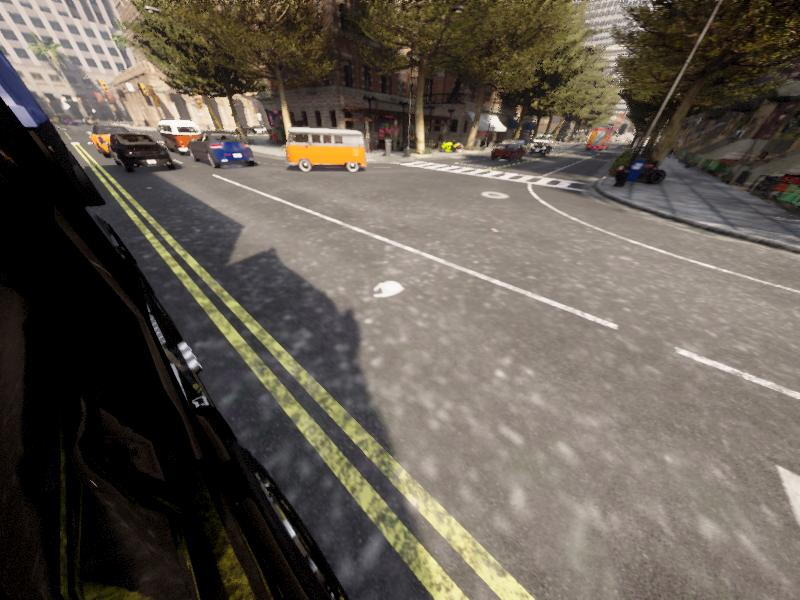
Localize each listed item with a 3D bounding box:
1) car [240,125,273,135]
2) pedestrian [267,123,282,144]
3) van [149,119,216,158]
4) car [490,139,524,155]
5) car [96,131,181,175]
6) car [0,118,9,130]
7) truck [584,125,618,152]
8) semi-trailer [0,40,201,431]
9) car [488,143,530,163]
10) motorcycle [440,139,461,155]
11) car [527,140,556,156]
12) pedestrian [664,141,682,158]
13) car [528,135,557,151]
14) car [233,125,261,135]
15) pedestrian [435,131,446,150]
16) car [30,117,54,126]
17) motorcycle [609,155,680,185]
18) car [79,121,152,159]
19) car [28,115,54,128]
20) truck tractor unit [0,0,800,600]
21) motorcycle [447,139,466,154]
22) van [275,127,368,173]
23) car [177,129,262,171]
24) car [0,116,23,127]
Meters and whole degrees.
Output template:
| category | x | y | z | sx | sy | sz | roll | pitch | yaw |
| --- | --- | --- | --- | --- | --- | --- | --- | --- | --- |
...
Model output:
| category | x | y | z | sx | sy | sz | roll | pitch | yaw |
| --- | --- | --- | --- | --- | --- | --- | --- | --- | --- |
| car | -28.387 | -33.763 | 45.949 | 2.038 | 1.542 | 4.974 | 28 | 44 | 30 |
| pedestrian | -14.051 | -18.591 | 25.886 | 0.751 | 1.860 | 0.751 | 28 | 44 | 30 |
| van | -16.042 | -11.990 | 17.065 | 4.480 | 2.038 | 2.069 | 28 | 44 | 30 |
| car | 14.001 | -20.031 | 30.103 | 2.231 | 1.521 | 4.892 | 28 | 44 | 30 |
| car | -13.520 | -7.690 | 11.907 | 4.892 | 1.490 | 1.837 | 28 | 44 | 30 |
| car | -56.632 | -23.906 | 31.099 | 1.837 | 1.490 | 4.892 | -14 | 40 | -23 |
| truck | 38.190 | -30.635 | 43.766 | 2.891 | 3.827 | 8.468 | 28 | 44 | 30 |
| semi-trailer | -8.685 | -3.600 | 4.260 | 14.254 | 4.402 | 2.717 | 28 | 44 | 30 |
| car | 10.484 | -14.135 | 22.128 | 1.895 | 1.301 | 4.718 | 28 | 44 | 30 |
| motorcycle | 5.361 | -16.298 | 24.583 | 2.033 | 1.145 | 0.803 | 8 | 47 | 7 |
| car | 18.019 | -19.304 | 29.351 | 1.970 | 1.475 | 3.806 | 28 | 44 | 30 |
| pedestrian | 36.544 | -20.139 | 30.947 | 0.751 | 1.860 | 0.751 | 27 | 43 | 29 |
| car | 23.818 | -26.273 | 38.564 | 2.435 | 2.045 | 5.566 | 28 | 44 | 30 |
| car | -31.407 | -34.882 | 47.406 | 1.994 | 1.385 | 4.181 | 28 | 44 | 30 |
| pedestrian | 4.755 | -18.918 | 27.434 | 0.751 | 1.860 | 0.751 | -26 | 45 | -32 |
| car | -70.948 | -35.452 | 45.836 | 4.181 | 1.385 | 1.994 | 29 | 44 | 31 |
| motorcycle | 13.277 | -7.088 | 12.639 | 2.356 | 1.277 | 0.764 | 8 | 27 | 7 |
| car | -18.911 | -10.680 | 15.345 | 4.553 | 1.767 | 2.097 | 28 | 44 | 30 |
| car | -65.078 | -32.426 | 41.899 | 5.238 | 1.638 | 1.930 | 28 | 44 | 30 |
| truck tractor unit | -2.645 | -0.295 | 0.351 | 6.516 | 4.208 | 3.053 | 28 | 44 | 30 |
| motorcycle | 6.113 | -16.756 | 25.172 | 1.805 | 1.236 | 0.856 | 8 | 37 | 7 |
| van | -4.192 | -8.436 | 13.045 | 4.442 | 1.987 | 1.775 | -5 | 37 | -10 |
| car | -10.737 | -8.996 | 13.714 | 5.027 | 1.651 | 2.152 | 28 | 44 | 30 |
| car | -66.766 | -30.485 | 39.405 | 5.357 | 1.411 | 2.033 | 28 | 44 | 30 |
